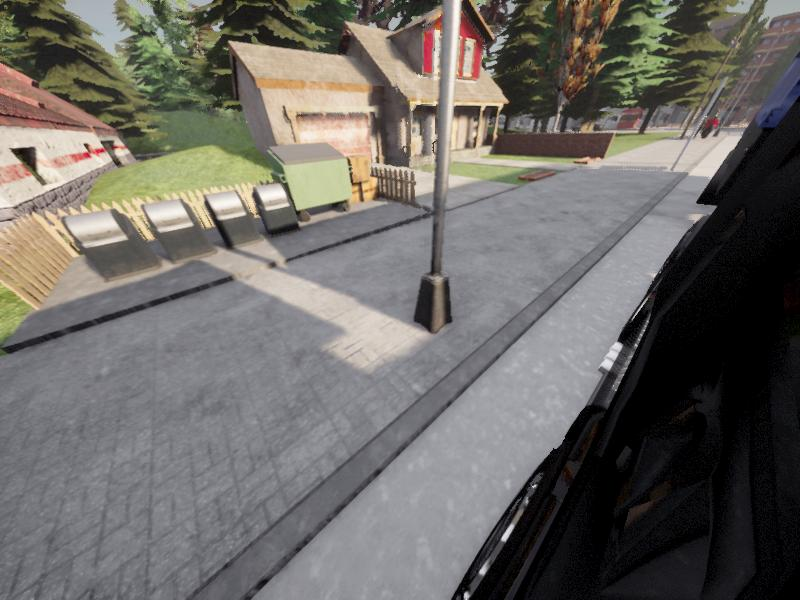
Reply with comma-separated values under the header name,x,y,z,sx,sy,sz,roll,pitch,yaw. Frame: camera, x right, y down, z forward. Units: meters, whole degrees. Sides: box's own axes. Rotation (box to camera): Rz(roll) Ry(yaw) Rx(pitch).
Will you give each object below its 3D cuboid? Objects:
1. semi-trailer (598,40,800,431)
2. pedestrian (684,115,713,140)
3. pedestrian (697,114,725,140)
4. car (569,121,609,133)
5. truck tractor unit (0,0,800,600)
name,x,y,z,sx,sy,sz,roll,pitch,yaw
semi-trailer,8.689,-3.616,4.229,14.254,4.402,2.717,-28,44,-30
pedestrian,27.899,-16.138,21.617,0.751,1.860,0.751,-21,40,-22
pedestrian,28.268,-15.719,21.035,0.751,1.860,0.751,27,46,34
car,34.867,-32.003,42.749,2.152,1.651,5.027,-28,44,-30
truck tractor unit,2.645,-0.295,0.351,6.516,4.208,3.053,-28,44,-30
